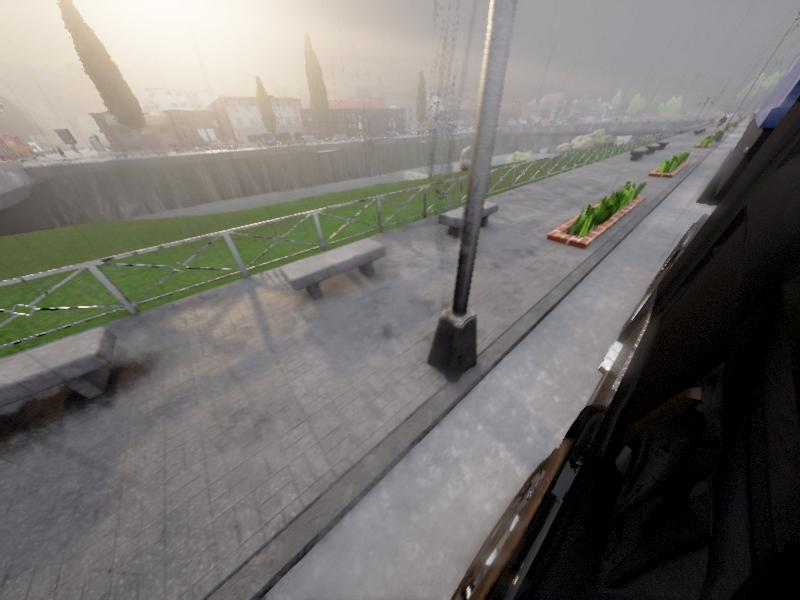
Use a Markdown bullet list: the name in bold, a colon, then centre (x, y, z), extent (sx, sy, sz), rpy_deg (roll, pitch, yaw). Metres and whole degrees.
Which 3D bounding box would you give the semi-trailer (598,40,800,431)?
- **semi-trailer**: centre (8.692, -3.613, 4.229), extent (14.254, 4.402, 2.717), rpy_deg (-28, 44, -30)

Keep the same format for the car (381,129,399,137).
- **car**: centre (-2.913, -47.707, 66.136), extent (4.856, 1.649, 2.033), rpy_deg (-28, 44, -30)

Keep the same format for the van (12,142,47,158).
- **van**: centre (-82.874, -33.659, 51.761), extent (1.988, 2.561, 5.915), rpy_deg (-28, 44, -30)

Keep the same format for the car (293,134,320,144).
- **car**: centre (-21.777, -37.597, 53.864), extent (5.238, 1.638, 1.930), rpy_deg (-28, 44, -30)

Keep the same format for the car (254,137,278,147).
- **car**: centre (-28.655, -33.842, 49.434), extent (3.806, 1.475, 1.970), rpy_deg (-28, 44, -30)

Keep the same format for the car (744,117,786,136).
- **car**: centre (38.153, -18.182, 24.229), extent (4.193, 1.474, 1.816), rpy_deg (-28, 44, -30)

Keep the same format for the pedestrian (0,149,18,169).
- **pedestrian**: centre (-44.153, -15.672, 25.650), extent (0.751, 1.860, 0.751), rpy_deg (10, 39, 16)

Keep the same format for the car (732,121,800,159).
- **car**: centre (22.065, -9.587, 13.752), extent (4.514, 1.525, 2.007), rpy_deg (-28, 44, -30)

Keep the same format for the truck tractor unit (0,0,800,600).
- **truck tractor unit**: centre (2.645, -0.295, 0.352), extent (6.516, 4.208, 3.053), rpy_deg (-28, 44, -30)

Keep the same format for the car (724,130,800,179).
- **car**: centre (16.288, -6.431, 10.045), extent (4.181, 1.385, 1.994), rpy_deg (-28, 44, -30)

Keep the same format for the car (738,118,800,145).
- **car**: centre (29.961, -13.816, 18.886), extent (4.514, 1.525, 2.007), rpy_deg (-28, 44, -30)

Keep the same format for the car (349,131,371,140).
- **car**: centre (-10.543, -43.614, 61.170), extent (5.238, 1.638, 1.930), rpy_deg (-28, 44, -30)

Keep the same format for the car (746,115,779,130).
- **car**: centre (50.163, -24.640, 32.021), extent (5.008, 1.535, 1.882), rpy_deg (-28, 44, -30)

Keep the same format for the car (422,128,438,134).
- **car**: centre (9.635, -54.386, 74.333), extent (5.008, 1.535, 1.882), rpy_deg (-28, 44, -30)

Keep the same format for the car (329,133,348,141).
- **car**: centre (-15.463, -40.911, 58.018), extent (3.806, 1.475, 1.970), rpy_deg (-28, 44, -30)

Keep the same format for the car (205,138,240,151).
- **car**: centre (-34.757, -30.631, 45.420), extent (5.027, 1.651, 2.152), rpy_deg (-28, 44, -30)

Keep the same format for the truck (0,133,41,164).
- **truck**: centre (-63.253, -24.478, 37.200), extent (2.891, 3.827, 8.468), rpy_deg (-28, 44, -30)

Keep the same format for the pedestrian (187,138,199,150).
- **pedestrian**: centre (-40.008, -30.120, 44.664), extent (0.751, 1.860, 0.751), rpy_deg (-17, 39, -18)

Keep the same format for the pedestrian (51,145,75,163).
- **pedestrian**: centre (-42.522, -18.393, 29.180), extent (0.751, 1.860, 0.751), rpy_deg (-32, 46, -33)
